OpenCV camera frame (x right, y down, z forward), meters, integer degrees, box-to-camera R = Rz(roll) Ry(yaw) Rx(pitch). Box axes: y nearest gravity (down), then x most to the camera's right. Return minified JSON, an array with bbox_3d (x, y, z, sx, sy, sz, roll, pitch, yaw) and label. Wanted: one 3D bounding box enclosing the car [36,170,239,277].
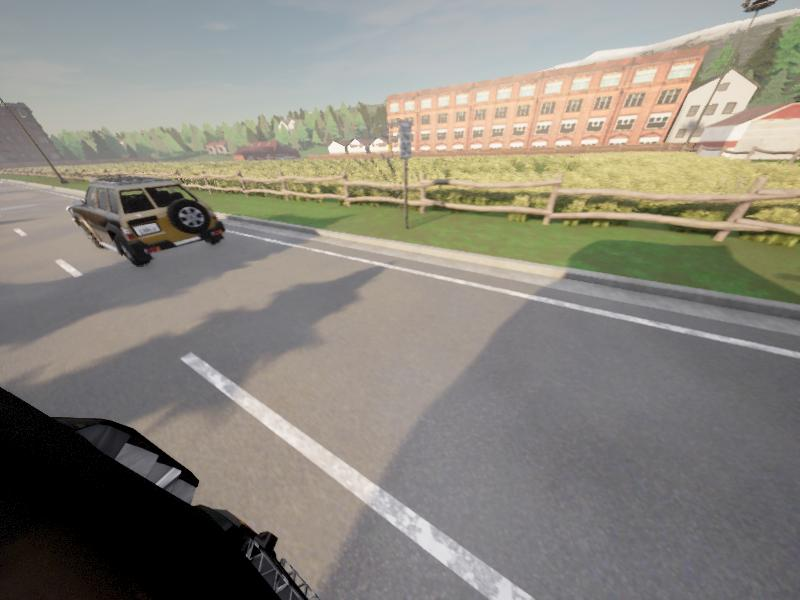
[{"bbox_3d":[-7.020,-2.344,6.272,4.605,1.855,1.932,16,38,25],"label":"car"}]
